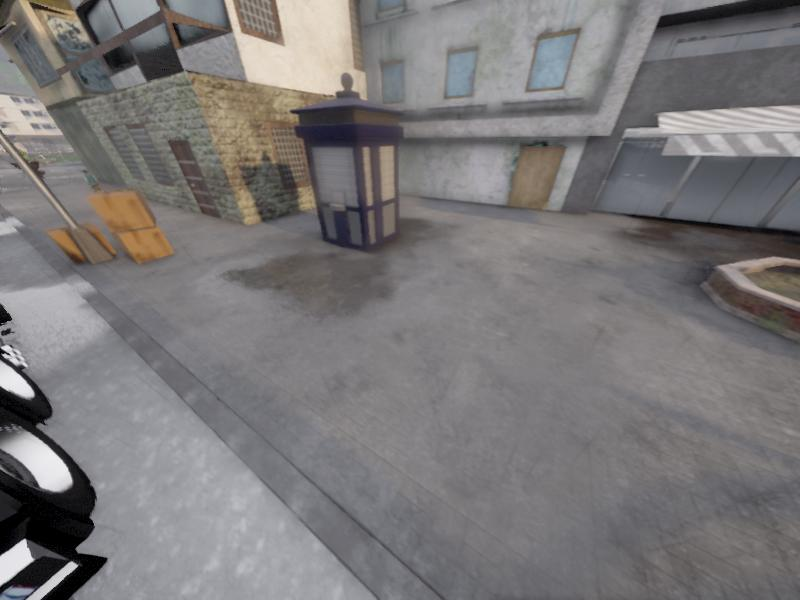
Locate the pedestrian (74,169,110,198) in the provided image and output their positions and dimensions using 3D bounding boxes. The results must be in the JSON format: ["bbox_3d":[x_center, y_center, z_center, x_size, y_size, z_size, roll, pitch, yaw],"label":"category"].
[{"bbox_3d":[-14.260,-5.401,10.702,0.500,1.100,0.500,22,41,29],"label":"pedestrian"}]

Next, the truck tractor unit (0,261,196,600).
[{"bbox_3d":[-5.106,-0.306,0.785,6.516,4.208,3.053,19,39,24],"label":"truck tractor unit"}]
